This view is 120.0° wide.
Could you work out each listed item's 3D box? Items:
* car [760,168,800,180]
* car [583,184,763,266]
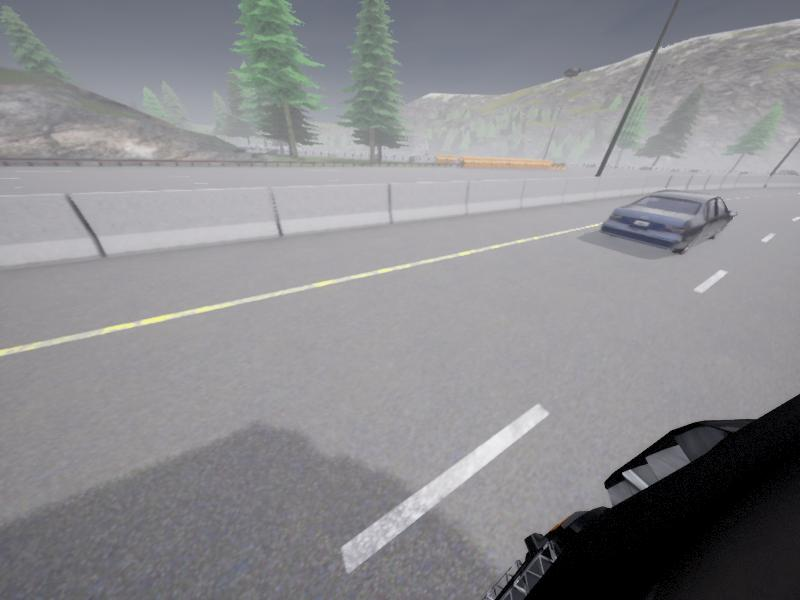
[{"bbox_3d":[69.169,-22.824,41.831,5.008,1.535,1.882,-2,34,-8],"label":"car"},{"bbox_3d":[8.515,-2.595,7.186,5.357,1.411,2.033,-16,38,-26],"label":"car"}]
